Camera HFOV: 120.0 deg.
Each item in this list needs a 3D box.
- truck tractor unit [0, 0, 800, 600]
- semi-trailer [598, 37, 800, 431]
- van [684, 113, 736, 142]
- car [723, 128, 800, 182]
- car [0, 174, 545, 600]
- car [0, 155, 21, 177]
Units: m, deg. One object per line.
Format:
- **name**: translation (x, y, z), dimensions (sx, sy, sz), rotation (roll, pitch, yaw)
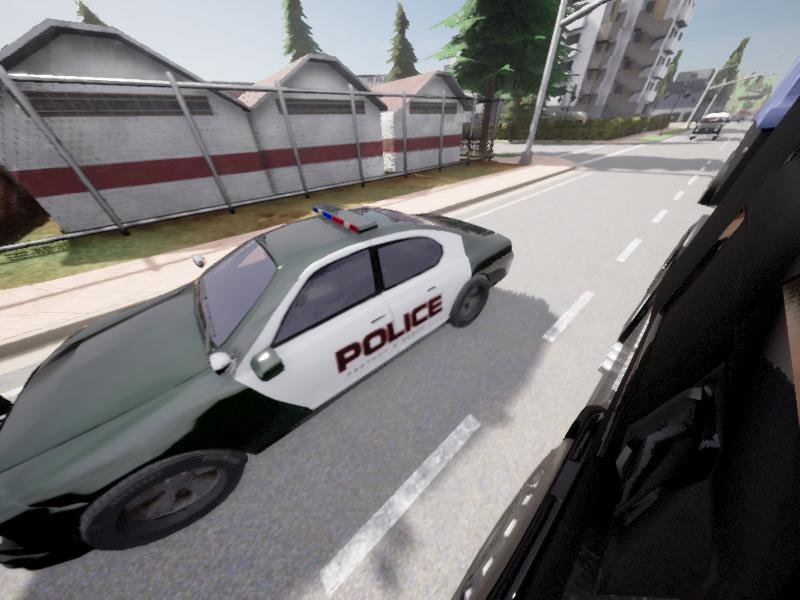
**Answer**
- **truck tractor unit**: translation (2.645, -0.295, 0.351), dimensions (6.516, 4.208, 3.053), rotation (-28, 44, -30)
- **semi-trailer**: translation (8.709, -3.600, 4.215), dimensions (14.254, 4.402, 2.717), rotation (-28, 44, -30)
- **van**: translation (30.023, -16.733, 22.366), dimensions (4.480, 2.038, 2.069), rotation (-29, 44, -29)
- **car**: translation (15.681, -6.152, 9.630), dimensions (3.806, 1.475, 1.970), rotation (-28, 44, -30)
- **car**: translation (-0.879, -0.078, 2.547), dimensions (4.974, 1.542, 2.038), rotation (-27, 43, -29)
- **car**: translation (-38.632, -12.387, 21.504), dimensions (2.128, 1.511, 4.902), rotation (-29, 44, -31)
